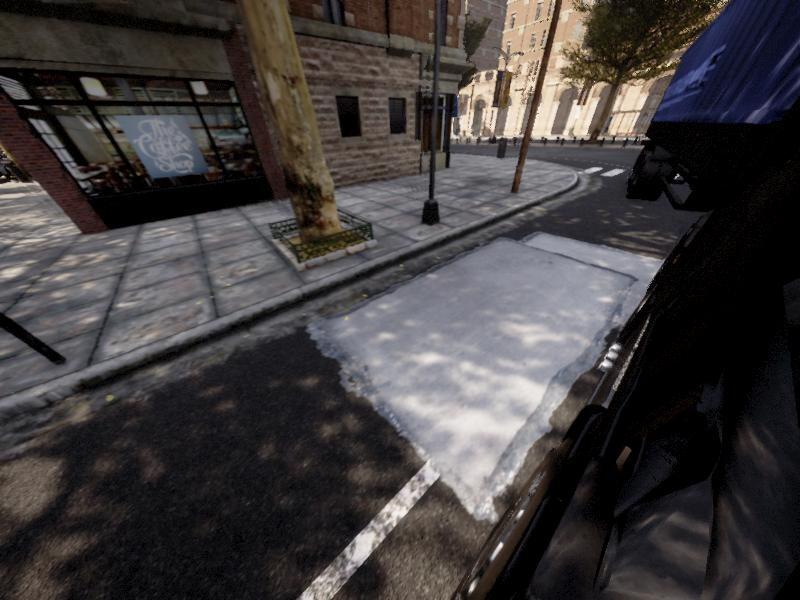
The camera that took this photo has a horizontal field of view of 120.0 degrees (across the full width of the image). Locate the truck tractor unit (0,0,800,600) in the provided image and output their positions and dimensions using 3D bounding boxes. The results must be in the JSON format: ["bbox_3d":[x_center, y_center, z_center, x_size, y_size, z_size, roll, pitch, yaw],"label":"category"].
[{"bbox_3d":[2.645,-0.295,0.351,6.516,4.208,3.053,-28,44,-30],"label":"truck tractor unit"}]

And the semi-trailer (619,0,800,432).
[{"bbox_3d":[7.748,-4.113,4.989,2.717,4.402,14.254,23,44,30],"label":"semi-trailer"}]

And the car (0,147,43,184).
[{"bbox_3d":[-31.167,-10.292,17.656,2.435,2.045,5.566,-27,43,-29],"label":"car"}]

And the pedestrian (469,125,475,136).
[{"bbox_3d":[15.558,-36.500,49.867,0.751,1.860,0.751,-27,43,-29],"label":"pedestrian"}]

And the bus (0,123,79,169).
[{"bbox_3d":[-48.202,-20.324,30.318,3.944,4.253,10.273,-27,43,-29],"label":"bus"}]
